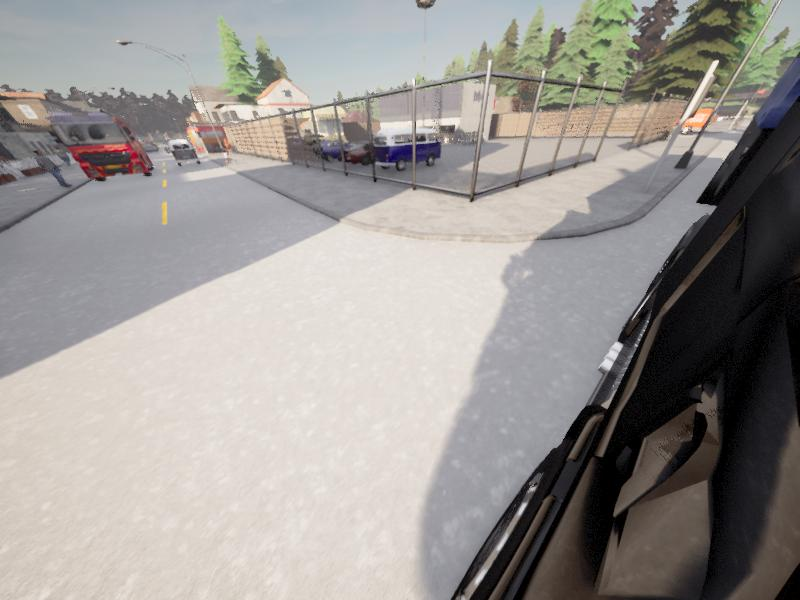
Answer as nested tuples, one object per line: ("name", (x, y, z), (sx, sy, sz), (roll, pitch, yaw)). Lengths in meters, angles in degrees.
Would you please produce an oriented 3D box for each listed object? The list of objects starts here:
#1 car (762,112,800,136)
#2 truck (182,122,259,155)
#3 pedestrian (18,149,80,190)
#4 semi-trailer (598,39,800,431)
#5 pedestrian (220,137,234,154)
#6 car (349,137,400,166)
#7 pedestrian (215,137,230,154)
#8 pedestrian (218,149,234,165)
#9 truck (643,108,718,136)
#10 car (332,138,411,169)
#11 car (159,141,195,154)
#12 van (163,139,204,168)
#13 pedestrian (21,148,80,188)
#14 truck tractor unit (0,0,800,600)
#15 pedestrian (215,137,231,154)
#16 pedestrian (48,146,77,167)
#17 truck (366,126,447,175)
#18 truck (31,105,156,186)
("car", (40.267, -17.475, 22.802), (4.605, 1.855, 1.932), (0, 37, 4))
("truck", (-27.721, -25.629, 36.460), (2.891, 3.827, 8.468), (17, 41, 25))
("pedestrian", (-19.205, -7.192, 12.728), (0.751, 1.860, 0.751), (-10, 37, -9))
("semi-trailer", (8.691, -3.615, 4.227), (14.254, 4.402, 2.717), (-28, 44, -30))
("pedestrian", (-23.099, -20.645, 30.934), (0.751, 1.860, 0.751), (-28, 44, -30))
("car", (-1.932, -10.980, 17.020), (1.789, 1.547, 3.705), (-28, 44, -30))
("pedestrian", (-25.149, -21.886, 32.723), (0.751, 1.860, 0.751), (-2, 37, 2))
("pedestrian", (-14.921, -12.239, 19.820), (0.500, 1.100, 0.500), (2, 37, 7))
("truck", (34.761, -22.150, 28.883), (2.627, 2.467, 5.204), (-29, 43, -30))
("car", (-1.905, -10.757, 16.841), (5.357, 1.415, 2.033), (-28, 44, -30))
("car", (-38.165, -26.081, 39.575), (5.027, 1.651, 2.152), (15, 41, 22))
("van", (-20.935, -14.234, 22.301), (2.069, 2.038, 4.480), (-28, 44, -30))
("pedestrian", (-19.769, -7.474, 13.140), (0.751, 1.860, 0.751), (-12, 38, -12))
("truck tractor unit", (2.645, -0.295, 0.352), (6.516, 4.208, 3.053), (-28, 44, -30))
("pedestrian", (-24.099, -21.010, 31.486), (0.751, 1.860, 0.751), (19, 42, 27))
("pedestrian", (-35.521, -15.127, 24.373), (0.751, 1.860, 0.751), (-26, 43, -28))
("truck", (0.500, -9.199, 14.085), (4.478, 2.038, 2.069), (-28, 44, -30))
("truck", (-20.720, -11.035, 16.532), (2.891, 3.827, 8.468), (-28, 44, -30))
